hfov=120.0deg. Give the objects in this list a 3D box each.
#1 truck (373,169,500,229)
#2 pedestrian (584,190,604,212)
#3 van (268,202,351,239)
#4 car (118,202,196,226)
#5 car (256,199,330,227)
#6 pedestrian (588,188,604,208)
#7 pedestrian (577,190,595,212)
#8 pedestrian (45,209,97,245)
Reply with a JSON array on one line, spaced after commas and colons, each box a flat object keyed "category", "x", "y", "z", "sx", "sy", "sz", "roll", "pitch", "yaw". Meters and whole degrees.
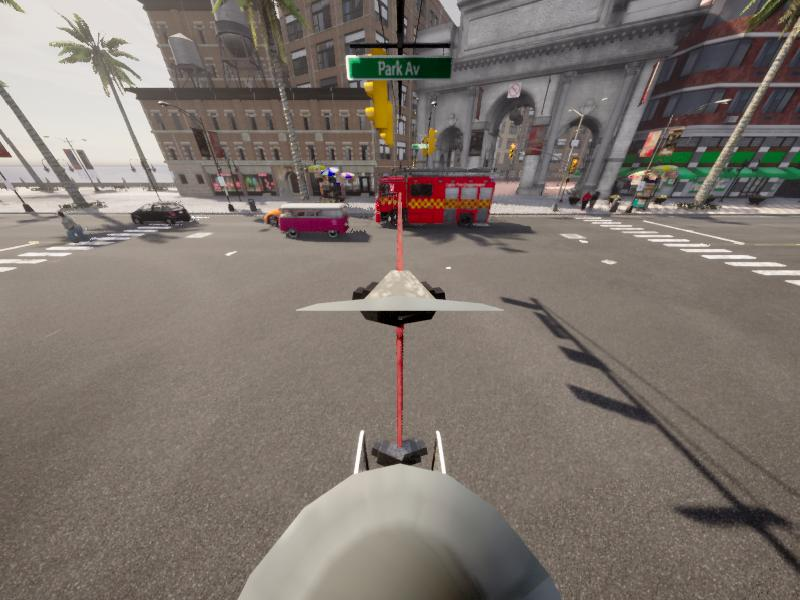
[{"category": "truck", "x": 2.425, "y": -7.703, "z": 17.515, "sx": 8.468, "sy": 3.827, "sz": 2.891, "roll": 0, "pitch": 30, "yaw": 1}, {"category": "pedestrian", "x": 18.691, "y": -9.521, "z": 22.283, "sx": 0.751, "sy": 1.860, "sz": 0.751, "roll": 9, "pitch": 31, "yaw": 15}, {"category": "van", "x": -5.663, "y": -5.196, "z": 15.018, "sx": 4.442, "sy": 1.987, "sz": 1.775, "roll": 0, "pitch": 30, "yaw": 1}, {"category": "car", "x": -19.036, "y": -6.840, "z": 18.284, "sx": 3.705, "sy": 1.549, "sz": 1.789, "roll": 0, "pitch": 30, "yaw": 1}, {"category": "car", "x": -8.152, "y": -6.874, "z": 18.124, "sx": 4.553, "sy": 1.767, "sz": 2.097, "roll": 0, "pitch": 30, "yaw": 1}, {"category": "pedestrian", "x": 20.885, "y": -10.857, "z": 24.596, "sx": 0.751, "sy": 1.860, "sz": 0.751, "roll": 21, "pitch": 36, "yaw": 31}, {"category": "pedestrian", "x": 18.209, "y": -9.734, "z": 22.652, "sx": 0.751, "sy": 1.860, "sz": 0.751, "roll": 13, "pitch": 32, "yaw": 21}, {"category": "pedestrian", "x": -19.062, "y": -4.236, "z": 13.433, "sx": 0.751, "sy": 1.860, "sz": 0.751, "roll": -1, "pitch": 30, "yaw": -1}]
